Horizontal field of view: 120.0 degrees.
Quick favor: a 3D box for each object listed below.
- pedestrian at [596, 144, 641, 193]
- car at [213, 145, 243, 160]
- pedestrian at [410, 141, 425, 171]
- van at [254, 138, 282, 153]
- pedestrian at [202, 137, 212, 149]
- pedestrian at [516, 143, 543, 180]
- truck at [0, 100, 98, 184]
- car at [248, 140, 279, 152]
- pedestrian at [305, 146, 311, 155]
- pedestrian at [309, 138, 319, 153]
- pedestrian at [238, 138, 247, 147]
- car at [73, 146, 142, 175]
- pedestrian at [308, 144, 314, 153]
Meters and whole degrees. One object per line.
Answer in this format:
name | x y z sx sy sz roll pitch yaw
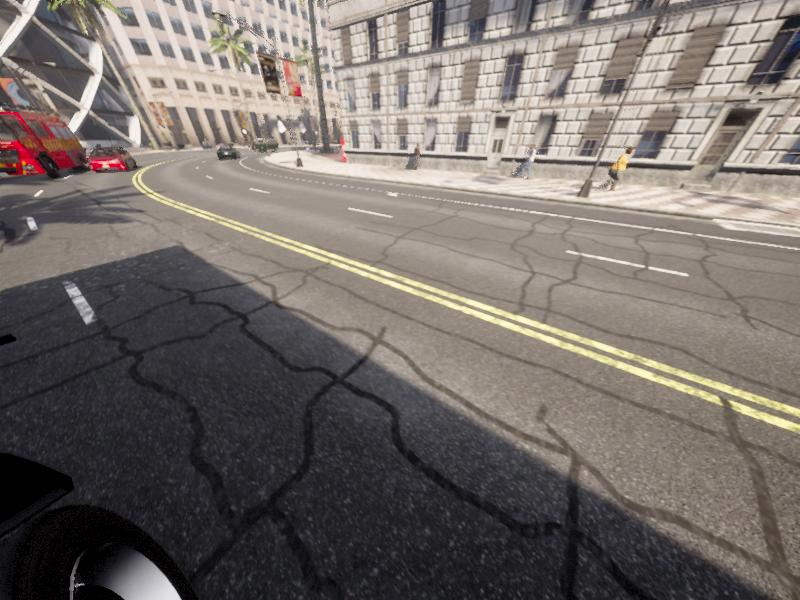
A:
pedestrian | 9.975 -6.027 10.629 0.751 1.860 0.751 20 40 25
car | -21.104 -18.305 28.536 1.994 1.385 4.181 -13 37 -18
pedestrian | 1.301 -10.712 17.208 0.751 1.860 0.751 22 40 27
van | -22.771 -26.886 40.163 1.775 1.987 4.442 3 35 4
pedestrian | -39.596 -32.218 47.400 0.751 1.860 0.751 9 36 12
pedestrian | 7.679 -8.256 13.774 0.751 1.860 0.751 25 42 31
truck | -24.548 -10.285 14.984 2.891 3.827 8.468 -21 40 -27
car | -25.592 -29.043 43.521 2.152 1.651 5.027 7 36 10
pedestrian | -12.603 -20.444 31.568 0.500 1.100 0.500 -11 37 -15
pedestrian | -13.656 -24.525 36.693 0.751 1.860 0.751 8 36 10
pedestrian | -37.168 -37.235 54.542 0.751 1.860 0.751 9 36 12
car | -22.079 -10.796 17.730 2.007 1.525 4.514 -21 40 -27
pedestrian | -13.984 -23.778 36.290 0.500 1.100 0.500 -5 36 -8
